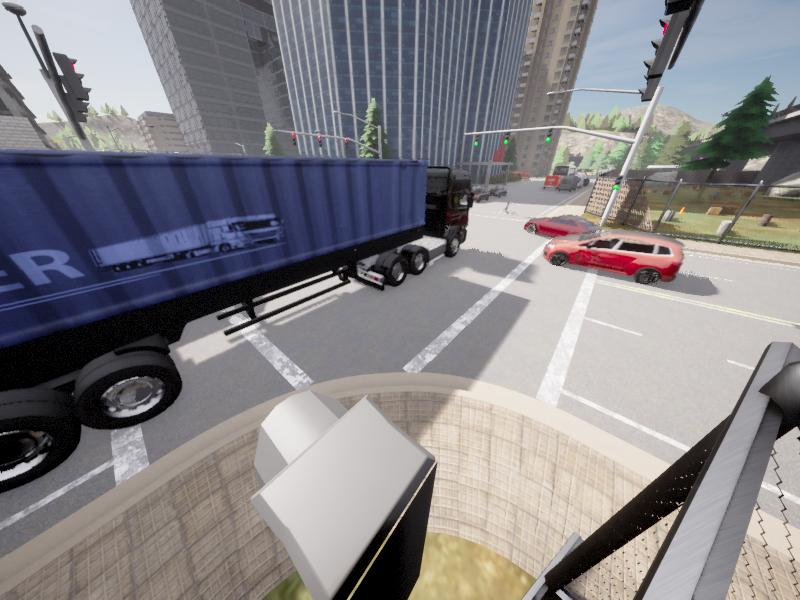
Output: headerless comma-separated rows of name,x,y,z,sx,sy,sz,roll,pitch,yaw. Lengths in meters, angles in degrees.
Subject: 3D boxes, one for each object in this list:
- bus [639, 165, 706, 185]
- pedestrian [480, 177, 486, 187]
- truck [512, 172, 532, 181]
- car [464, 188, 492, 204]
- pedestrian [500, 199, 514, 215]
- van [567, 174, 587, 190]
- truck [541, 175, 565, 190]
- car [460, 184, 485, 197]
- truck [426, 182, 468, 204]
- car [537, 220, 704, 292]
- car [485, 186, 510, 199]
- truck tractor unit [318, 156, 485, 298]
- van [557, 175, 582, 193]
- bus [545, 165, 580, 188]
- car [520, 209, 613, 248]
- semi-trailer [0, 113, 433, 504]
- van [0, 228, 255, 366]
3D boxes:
bus,70.720,-32.833,60.614,10.273,4.253,3.944,23,37,34
pedestrian,17.334,-24.624,48.331,0.751,1.860,0.751,22,37,33
truck,41.310,-42.061,78.384,5.204,2.467,2.627,23,37,34
car,10.164,-13.647,30.058,1.816,1.474,4.193,23,37,34
pedestrian,10.082,-8.769,21.735,0.751,1.300,0.751,22,36,33
van,36.526,-24.377,47.580,1.988,2.561,5.915,23,37,34
truck,30.920,-23.734,46.528,2.627,2.467,5.204,23,37,34
car,11.378,-17.082,36.037,1.812,1.442,4.674,23,37,34
truck,6.327,-14.354,30.659,2.390,2.098,6.274,23,37,34
car,9.041,-2.180,10.096,4.611,1.667,2.242,23,37,34
car,14.654,-16.286,34.735,1.994,1.385,4.181,22,37,33
truck tractor unit,0.530,-3.618,10.023,3.053,4.208,6.516,23,37,34
van,30.940,-21.257,42.174,1.988,2.561,5.915,25,39,37
bus,36.990,-28.217,52.516,3.944,4.253,10.273,23,37,34
car,10.300,-4.688,14.721,1.994,1.385,4.181,-15,34,-24
semi-trailer,-4.547,-0.701,4.695,2.717,4.402,14.254,23,37,34
van,-7.426,-0.564,6.842,2.069,2.038,4.480,21,36,32
